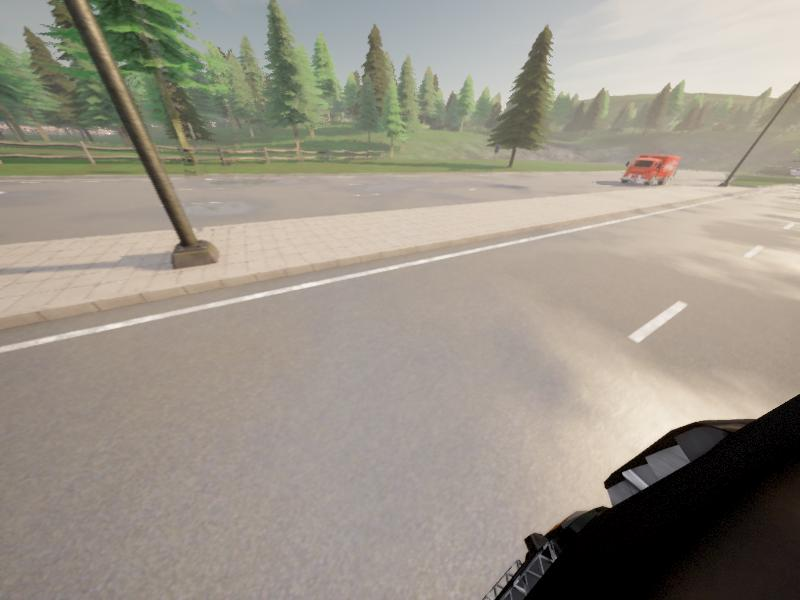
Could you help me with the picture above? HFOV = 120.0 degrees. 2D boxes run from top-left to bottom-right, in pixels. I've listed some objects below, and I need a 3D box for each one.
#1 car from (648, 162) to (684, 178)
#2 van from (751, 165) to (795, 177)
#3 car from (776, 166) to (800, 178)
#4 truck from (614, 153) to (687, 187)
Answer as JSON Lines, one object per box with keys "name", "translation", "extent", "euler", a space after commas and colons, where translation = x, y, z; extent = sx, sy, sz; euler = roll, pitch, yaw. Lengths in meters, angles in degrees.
{"name": "car", "translation": [38.251, -18.705, 33.190], "extent": [4.553, 1.767, 2.097], "euler": [-19, 40, -29]}
{"name": "van", "translation": [82.661, -28.653, 51.322], "extent": [4.442, 1.987, 1.775], "euler": [23, 39, 27]}
{"name": "car", "translation": [88.284, -27.955, 50.672], "extent": [2.150, 2.045, 5.566], "euler": [-18, 39, -28]}
{"name": "truck", "translation": [23.810, -12.399, 22.045], "extent": [5.204, 2.467, 2.627], "euler": [-16, 38, -26]}
